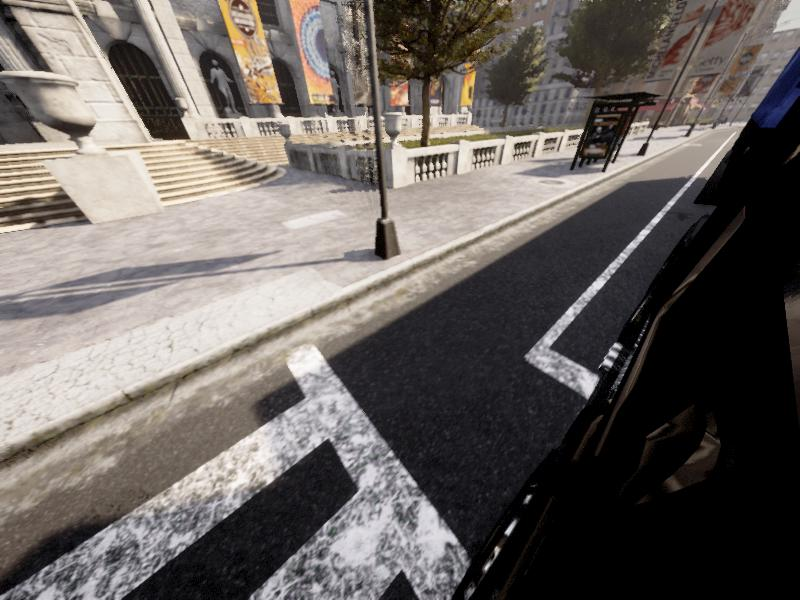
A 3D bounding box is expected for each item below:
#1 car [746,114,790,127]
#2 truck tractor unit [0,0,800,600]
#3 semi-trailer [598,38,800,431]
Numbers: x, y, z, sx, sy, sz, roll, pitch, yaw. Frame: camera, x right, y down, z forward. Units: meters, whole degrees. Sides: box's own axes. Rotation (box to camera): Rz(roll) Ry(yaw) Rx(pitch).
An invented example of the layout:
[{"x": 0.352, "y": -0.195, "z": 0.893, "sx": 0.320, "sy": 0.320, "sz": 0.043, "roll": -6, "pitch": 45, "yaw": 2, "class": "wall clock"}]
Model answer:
[{"x": 57.782, "y": -28.178, "z": 36.330, "sx": 4.674, "sy": 1.452, "sz": 2.002, "roll": -14, "pitch": 38, "yaw": -15, "class": "car"}, {"x": 2.645, "y": -0.295, "z": 0.352, "sx": 6.516, "sy": 4.208, "sz": 3.053, "roll": -28, "pitch": 44, "yaw": -30, "class": "truck tractor unit"}, {"x": 8.669, "y": -3.628, "z": 4.252, "sx": 14.254, "sy": 4.402, "sz": 2.717, "roll": -29, "pitch": 44, "yaw": -30, "class": "semi-trailer"}]
